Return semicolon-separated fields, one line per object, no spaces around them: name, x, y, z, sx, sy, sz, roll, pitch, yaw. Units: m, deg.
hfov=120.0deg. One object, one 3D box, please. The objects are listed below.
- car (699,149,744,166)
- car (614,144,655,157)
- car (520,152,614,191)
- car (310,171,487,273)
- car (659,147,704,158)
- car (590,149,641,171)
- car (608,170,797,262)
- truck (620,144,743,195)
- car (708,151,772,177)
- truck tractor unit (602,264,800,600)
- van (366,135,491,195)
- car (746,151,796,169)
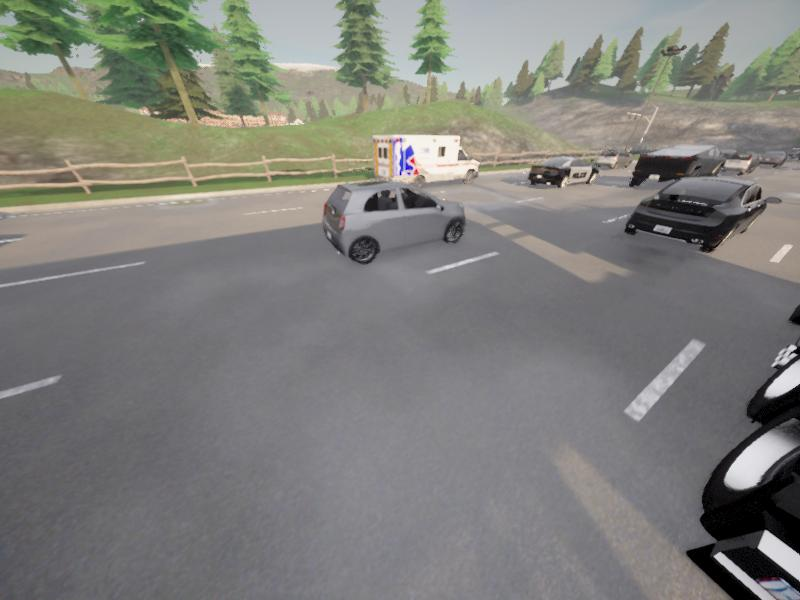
car;38.003;-16.909;27.272;5.008;1.535;1.882;-19;39;-25
car;41.905;-26.914;41.454;2.097;1.767;4.553;-24;42;-30
car;9.990;-7.767;13.808;5.238;1.638;1.930;-18;39;-24
car;-0.006;-2.151;5.753;3.633;1.501;1.845;-18;39;-24
car;47.439;-24.952;39.057;1.994;1.385;4.181;-8;36;-13
car;20.738;-13.565;22.260;3.988;1.617;1.851;-18;39;-24
car;8.512;-2.608;6.510;4.892;1.490;1.837;-18;39;-25
truck;16.249;-7.700;13.367;6.274;2.098;2.390;-18;39;-24
car;28.200;-11.380;19.184;3.988;1.617;1.851;-18;39;-24
truck tractor unit;5.111;-0.301;0.785;6.516;4.208;3.053;-18;39;-24
van;1.634;-7.673;12.913;6.366;2.431;2.351;-18;39;-24
car;40.357;-15.314;25.128;5.357;1.411;2.033;-19;39;-26
